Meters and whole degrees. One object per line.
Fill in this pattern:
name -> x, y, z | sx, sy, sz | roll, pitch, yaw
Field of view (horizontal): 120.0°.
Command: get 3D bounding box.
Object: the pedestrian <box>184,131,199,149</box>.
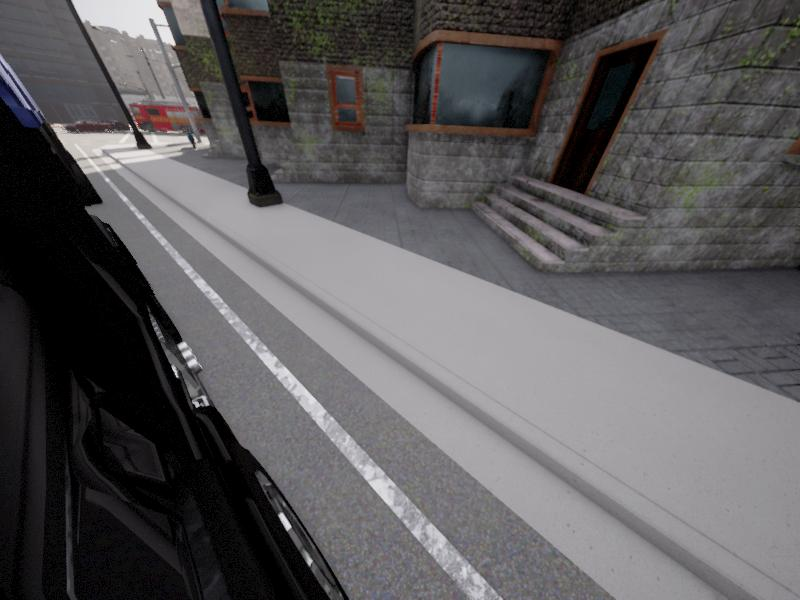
pedestrian -> -15.894, -12.210, 17.620 | 0.500, 1.100, 0.500 | -23, 44, -30

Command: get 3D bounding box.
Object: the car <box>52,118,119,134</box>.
car -> -39.943, -22.183, 29.520 | 1.812, 1.442, 4.674 | 10, 37, 12

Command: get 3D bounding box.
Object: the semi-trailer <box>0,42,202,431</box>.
semi-trailer -> -8.698, -3.608, 4.222 | 14.254, 4.402, 2.717 | 28, 44, 30

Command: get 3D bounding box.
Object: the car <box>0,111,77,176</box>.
car -> -17.480, -7.334, 10.616 | 5.566, 2.045, 2.150 | 28, 44, 30

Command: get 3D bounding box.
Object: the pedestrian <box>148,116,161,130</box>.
pedestrian -> -43.518, -31.361, 40.911 | 0.751, 1.860, 0.751 | 24, 42, 26

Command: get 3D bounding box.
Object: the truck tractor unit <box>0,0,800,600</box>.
truck tractor unit -> -2.645, -0.295, 0.351 | 6.516, 4.208, 3.053 | 28, 44, 30

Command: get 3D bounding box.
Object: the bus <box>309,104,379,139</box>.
bus -> -8.616, -28.849, 37.537 | 10.273, 4.253, 3.944 | -2, 37, -4

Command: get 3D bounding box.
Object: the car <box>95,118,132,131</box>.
car -> -46.473, -28.511, 37.494 | 4.974, 1.542, 2.038 | 20, 39, 22

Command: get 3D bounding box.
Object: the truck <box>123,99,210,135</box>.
truck -> -35.483, -27.986, 35.546 | 8.468, 3.827, 2.891 | -1, 37, -5

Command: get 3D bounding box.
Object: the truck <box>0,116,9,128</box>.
truck -> -60.207, -25.304, 30.525 | 8.468, 3.827, 2.891 | -2, 37, -5
